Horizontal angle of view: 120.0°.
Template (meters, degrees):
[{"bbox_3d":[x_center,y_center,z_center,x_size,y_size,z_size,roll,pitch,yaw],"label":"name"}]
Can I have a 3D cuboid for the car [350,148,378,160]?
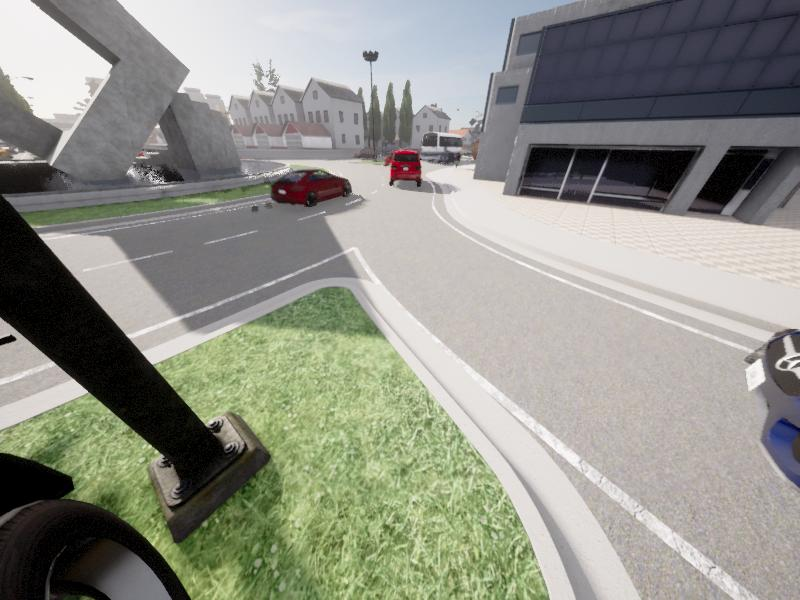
[{"bbox_3d":[-6.619,-27.140,42.962,4.553,1.767,2.097,-27,43,-35],"label":"car"}]

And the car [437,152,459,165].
[{"bbox_3d":[7.624,-22.464,36.557,1.851,1.617,3.988,22,39,28],"label":"car"}]

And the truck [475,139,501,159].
[{"bbox_3d":[22.134,-37.688,57.729,2.891,3.827,8.468,23,40,29],"label":"truck"}]

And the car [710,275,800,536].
[{"bbox_3d":[5.183,1.545,0.588,2.152,1.651,5.027,-27,43,-35],"label":"car"}]

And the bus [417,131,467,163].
[{"bbox_3d":[7.712,-27.348,41.479,3.944,4.253,10.273,23,40,29],"label":"bus"}]

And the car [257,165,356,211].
[{"bbox_3d":[-4.171,-5.561,11.165,1.994,1.385,4.181,14,36,18],"label":"car"}]

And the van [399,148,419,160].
[{"bbox_3d":[1.889,-29.534,46.617,1.775,1.987,4.442,24,40,30],"label":"van"}]

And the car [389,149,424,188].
[{"bbox_3d":[0.342,-9.832,17.072,2.150,2.045,5.566,1,34,-1],"label":"car"}]

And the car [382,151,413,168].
[{"bbox_3d":[-0.255,-18.776,30.760,2.242,1.667,4.611,15,36,19],"label":"car"}]

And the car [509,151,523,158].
[{"bbox_3d":[33.035,-41.508,65.830,2.038,1.542,4.974,23,40,29],"label":"car"}]

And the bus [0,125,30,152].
[{"bbox_3d":[-77.941,-31.691,45.365,10.273,4.253,3.944,24,40,30],"label":"bus"}]

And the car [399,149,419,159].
[{"bbox_3d":[2.090,-32.742,51.778,2.242,1.667,4.611,23,40,29],"label":"car"}]

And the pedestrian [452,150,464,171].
[{"bbox_3d":[6.262,-15.104,24.980,0.751,1.860,0.751,19,38,25],"label":"pedestrian"}]

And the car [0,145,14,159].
[{"bbox_3d":[-54.473,-19.962,31.108,5.008,1.535,1.882,25,40,31],"label":"car"}]

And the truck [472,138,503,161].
[{"bbox_3d":[18.483,-31.700,48.680,2.891,3.827,8.468,23,40,29],"label":"truck"}]
